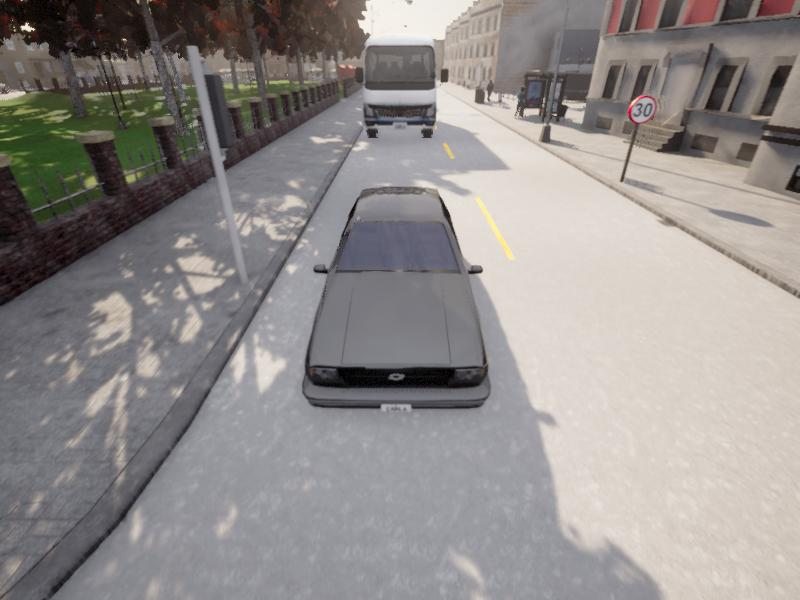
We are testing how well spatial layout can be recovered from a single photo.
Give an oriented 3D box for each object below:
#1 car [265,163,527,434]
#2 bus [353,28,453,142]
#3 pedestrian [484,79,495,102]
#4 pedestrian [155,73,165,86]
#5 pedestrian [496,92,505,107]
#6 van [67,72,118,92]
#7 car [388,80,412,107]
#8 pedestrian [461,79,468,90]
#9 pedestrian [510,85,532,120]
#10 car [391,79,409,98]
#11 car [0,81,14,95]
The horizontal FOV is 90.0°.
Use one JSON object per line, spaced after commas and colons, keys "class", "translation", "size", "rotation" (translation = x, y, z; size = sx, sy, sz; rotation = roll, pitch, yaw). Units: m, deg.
{"class": "car", "translation": [-0.014, -0.684, 5.778], "size": [2.033, 1.411, 5.357], "rotation": [0, 30, 0]}
{"class": "bus", "translation": [0.122, -11.407, 21.276], "size": [3.944, 4.253, 10.273], "rotation": [0, 29, 0]}
{"class": "pedestrian", "translation": [8.217, -19.242, 36.755], "size": [0.751, 1.860, 0.751], "rotation": [1, 30, 2]}
{"class": "pedestrian", "translation": [-40.032, -36.828, 66.760], "size": [0.751, 1.860, 0.751], "rotation": [1, 30, 2]}
{"class": "pedestrian", "translation": [8.093, -16.149, 32.224], "size": [0.500, 1.100, 0.500], "rotation": [4, 31, 7]}
{"class": "van", "translation": [-45.288, -32.347, 59.219], "size": [2.351, 2.431, 6.366], "rotation": [0, 30, 0]}
{"class": "car", "translation": [0.001, -18.126, 35.072], "size": [1.905, 1.878, 3.866], "rotation": [0, 30, 0]}
{"class": "pedestrian", "translation": [8.994, -30.091, 55.832], "size": [0.751, 1.300, 0.751], "rotation": [-5, 31, -9]}
{"class": "pedestrian", "translation": [7.418, -12.115, 24.584], "size": [0.751, 1.860, 0.751], "rotation": [-6, 31, -10]}
{"class": "car", "translation": [0.000, -23.795, 44.995], "size": [1.930, 1.638, 5.238], "rotation": [0, 30, 0]}
{"class": "car", "translation": [-49.293, -25.344, 47.812], "size": [1.812, 1.442, 4.674], "rotation": [0, 30, 0]}
